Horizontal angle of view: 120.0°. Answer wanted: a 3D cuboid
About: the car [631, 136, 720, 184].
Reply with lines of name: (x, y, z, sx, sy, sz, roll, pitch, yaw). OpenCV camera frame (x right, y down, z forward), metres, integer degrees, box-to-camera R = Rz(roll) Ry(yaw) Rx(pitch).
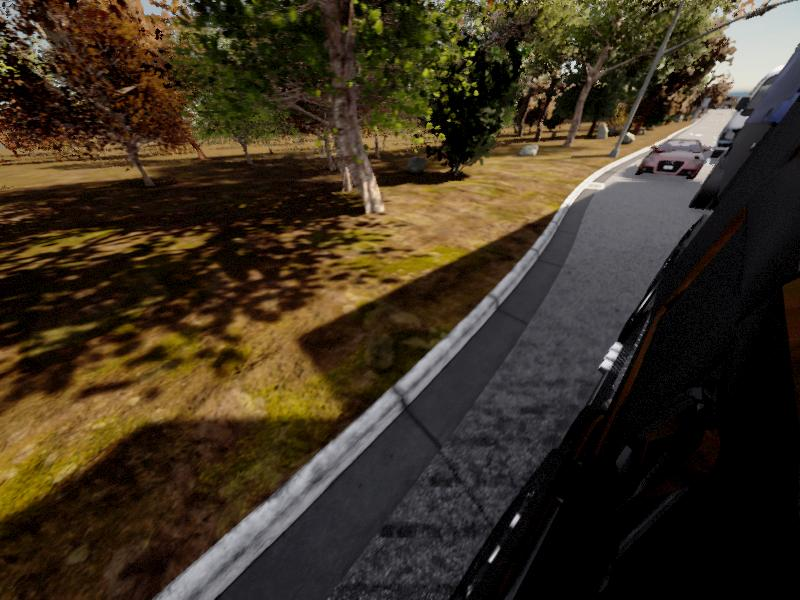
car: (12.951, -6.774, 10.950, 1.994, 1.385, 4.181, 30, 48, 34)

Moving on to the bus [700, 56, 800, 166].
bus: (23.205, -11.456, 14.193, 10.273, 4.253, 3.944, -30, 46, -32)

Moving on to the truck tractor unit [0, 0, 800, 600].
truck tractor unit: (2.645, -0.295, 0.351, 6.516, 4.208, 3.053, -28, 43, -30)

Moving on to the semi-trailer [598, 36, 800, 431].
semi-trailer: (8.675, -3.558, 4.337, 14.254, 4.402, 2.717, -28, 44, -31)
